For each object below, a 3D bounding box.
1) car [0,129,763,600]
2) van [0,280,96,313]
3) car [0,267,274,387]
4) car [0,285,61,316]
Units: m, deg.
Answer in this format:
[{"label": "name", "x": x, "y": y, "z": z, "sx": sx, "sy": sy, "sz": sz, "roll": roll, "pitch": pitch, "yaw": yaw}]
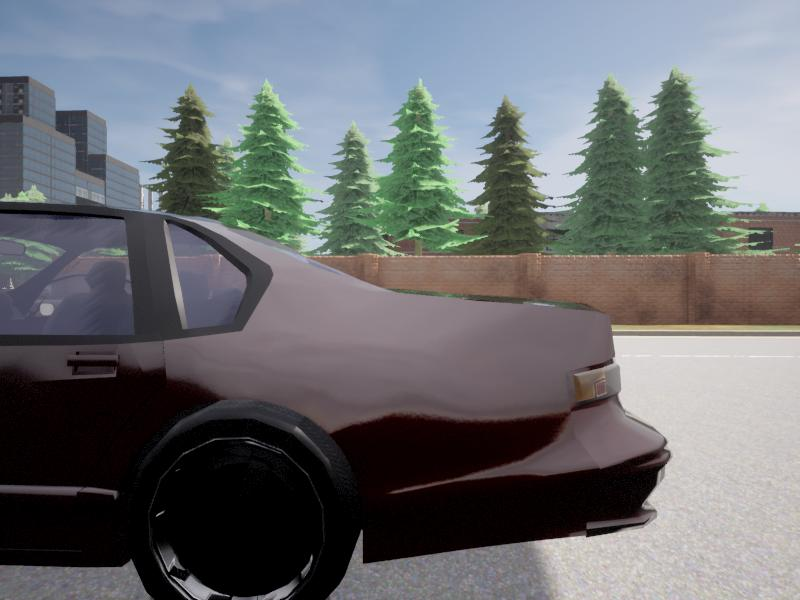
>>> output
[{"label": "car", "x": -1.761, "y": 0.294, "z": 2.089, "sx": 5.357, "sy": 1.411, "sz": 2.033, "roll": 0, "pitch": 0, "yaw": 2}, {"label": "van", "x": -28.426, "y": -0.222, "z": 32.515, "sx": 2.351, "sy": 2.431, "sz": 6.366, "roll": 0, "pitch": 0, "yaw": 2}, {"label": "car", "x": -4.212, "y": 0.307, "z": 5.691, "sx": 4.181, "sy": 1.385, "sz": 1.994, "roll": 0, "pitch": 0, "yaw": 2}, {"label": "car", "x": -25.156, "y": 0.056, "z": 26.135, "sx": 1.932, "sy": 1.855, "sz": 4.605, "roll": 0, "pitch": -1, "yaw": 2}]
